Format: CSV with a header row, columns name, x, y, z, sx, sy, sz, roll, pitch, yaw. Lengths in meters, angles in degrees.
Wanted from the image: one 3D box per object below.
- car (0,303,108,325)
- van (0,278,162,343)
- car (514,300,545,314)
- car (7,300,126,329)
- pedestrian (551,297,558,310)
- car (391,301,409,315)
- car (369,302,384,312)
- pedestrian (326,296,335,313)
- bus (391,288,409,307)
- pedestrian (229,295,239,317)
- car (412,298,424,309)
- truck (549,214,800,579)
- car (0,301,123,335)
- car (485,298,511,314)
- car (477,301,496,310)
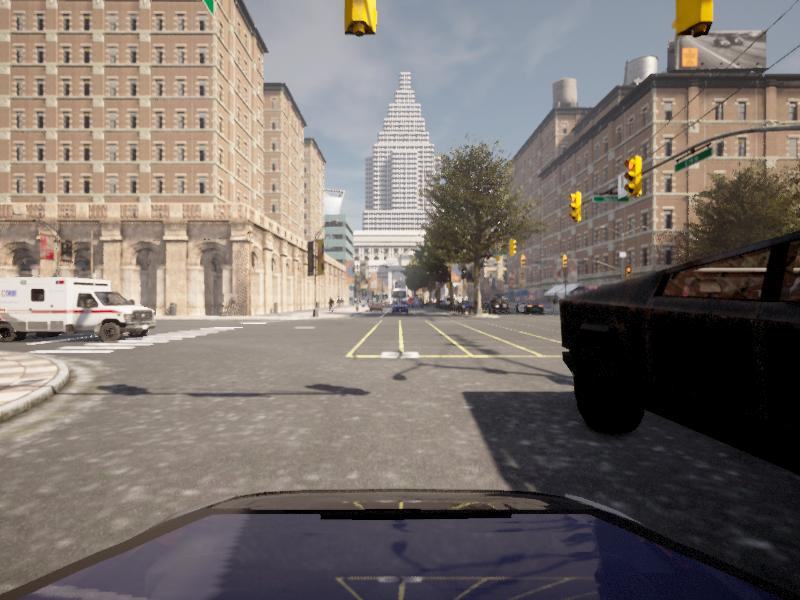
name,x,y,z,sx,sy,sz,roll,pitch,yaw
car,-22.779,0.900,26.470,5.357,1.411,2.033,0,0,-1
van,-13.418,0.381,16.025,6.366,2.431,2.351,0,0,0
car,14.972,0.834,46.565,2.038,1.542,4.974,0,0,0
car,-19.027,0.807,22.991,5.366,1.575,1.801,0,0,0
pedestrian,22.041,0.496,56.996,0.751,1.860,0.751,0,0,-1
car,0.027,0.832,45.539,1.882,1.535,5.008,0,0,0
car,-3.285,0.950,56.526,1.895,1.301,4.718,0,0,0
pedestrian,-7.744,0.494,44.673,0.751,1.860,0.751,0,0,20
bus,0.062,-0.520,94.015,3.944,4.253,10.273,0,0,0
pedestrian,-14.209,0.492,34.296,0.751,1.860,0.751,0,0,-17
car,3.451,0.580,77.162,2.150,2.045,5.566,0,0,0
truck,3.497,0.565,3.005,2.390,2.098,6.274,0,-1,0
car,-16.736,0.827,19.542,4.974,1.542,2.038,0,0,-1
car,11.470,0.664,47.050,1.932,1.855,4.605,0,1,0
car,14.943,0.874,69.259,2.128,1.511,4.902,0,0,0
